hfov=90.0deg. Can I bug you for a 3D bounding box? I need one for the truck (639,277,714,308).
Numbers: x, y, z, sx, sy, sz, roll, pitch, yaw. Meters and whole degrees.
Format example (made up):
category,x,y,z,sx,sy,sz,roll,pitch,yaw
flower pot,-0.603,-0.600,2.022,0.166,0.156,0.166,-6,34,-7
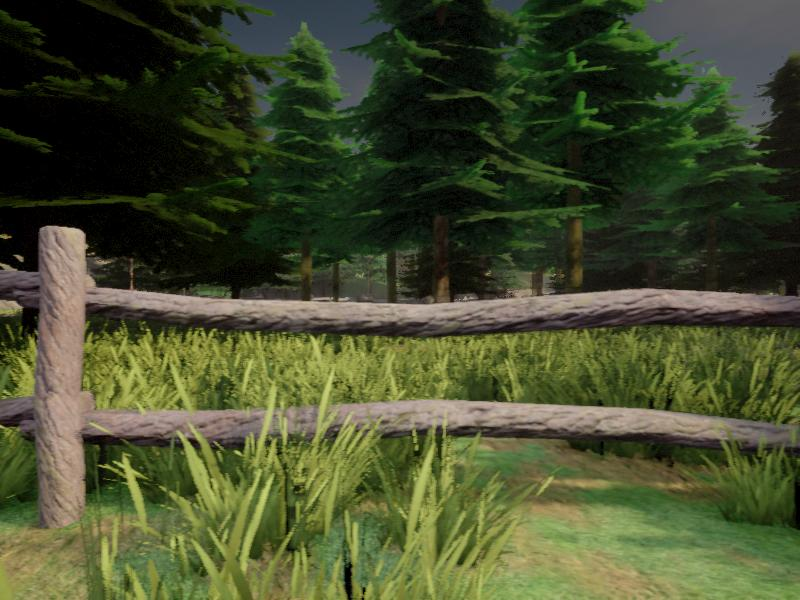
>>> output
category,x,y,z,sx,sy,sz,roll,pitch,yaw
truck,35.631,-0.897,51.644,8.468,3.827,2.891,0,0,-11
